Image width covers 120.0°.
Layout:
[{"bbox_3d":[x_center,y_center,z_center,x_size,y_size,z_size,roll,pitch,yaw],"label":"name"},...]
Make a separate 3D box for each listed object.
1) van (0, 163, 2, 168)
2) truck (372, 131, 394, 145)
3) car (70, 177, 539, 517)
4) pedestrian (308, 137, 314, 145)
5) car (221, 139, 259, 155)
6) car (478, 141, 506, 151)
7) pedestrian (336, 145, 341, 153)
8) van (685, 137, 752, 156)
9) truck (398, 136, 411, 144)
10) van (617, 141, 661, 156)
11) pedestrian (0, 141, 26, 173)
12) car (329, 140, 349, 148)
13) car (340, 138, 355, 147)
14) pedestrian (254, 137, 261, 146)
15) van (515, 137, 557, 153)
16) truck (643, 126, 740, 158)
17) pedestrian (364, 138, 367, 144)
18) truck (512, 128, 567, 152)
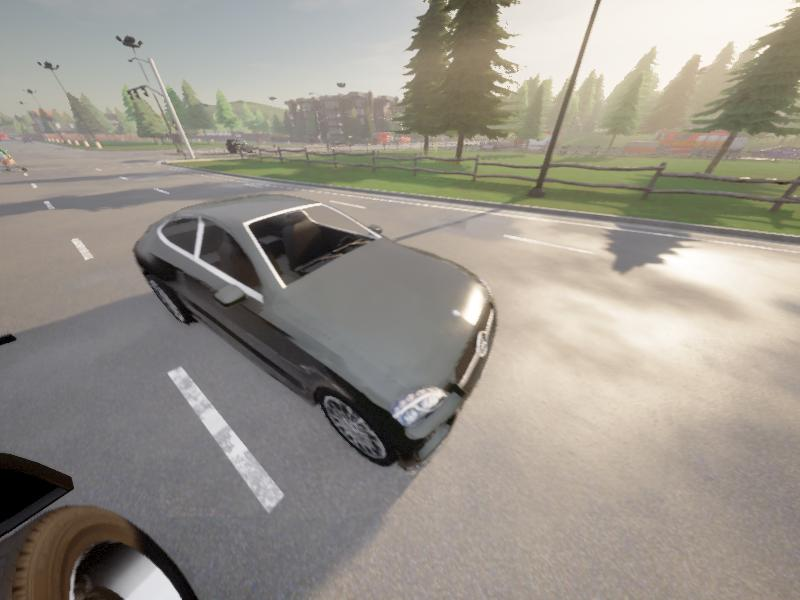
[{"bbox_3d":[-35.061,-12.021,18.887,4.442,1.987,1.775,22,41,28],"label":"van"},{"bbox_3d":[-5.832,-56.660,80.887,2.891,3.827,8.468,24,42,30],"label":"truck"},{"bbox_3d":[-1.359,-0.374,3.021,5.027,1.651,2.152,19,39,25],"label":"car"},{"bbox_3d":[-25.918,-46.242,67.317,0.751,1.860,0.751,23,41,29],"label":"pedestrian"},{"bbox_3d":[-23.986,-23.104,34.798,1.905,1.878,3.866,23,41,28],"label":"car"},{"bbox_3d":[19.479,-32.660,49.015,4.856,1.649,2.033,22,41,28],"label":"car"},{"bbox_3d":[-9.350,-22.994,35.169,0.500,1.100,0.500,25,42,31],"label":"pedestrian"},{"bbox_3d":[54.001,-26.242,39.424,5.915,2.561,1.988,22,41,28],"label":"van"},{"bbox_3d":[1.911,-62.491,90.413,2.627,2.467,5.204,22,41,28],"label":"truck"},{"bbox_3d":[38.904,-24.805,37.754,4.442,1.987,1.775,22,41,28],"label":"van"},{"bbox_3d":[-27.932,-10.101,16.303,0.751,1.860,0.751,19,39,24],"label":"pedestrian"},{"bbox_3d":[-15.806,-40.847,60.381,1.837,1.490,4.892,23,41,28],"label":"car"},{"bbox_3d":[-14.952,-45.138,66.158,1.905,1.878,3.866,23,41,28],"label":"car"},{"bbox_3d":[-35.708,-39.637,57.851,0.751,1.860,0.751,26,43,32],"label":"pedestrian"},{"bbox_3d":[26.258,-30.197,44.893,6.366,2.431,2.351,22,41,28],"label":"van"},{"bbox_3d":[45.664,-25.247,36.852,8.468,3.827,2.891,22,41,28],"label":"truck"},{"bbox_3d":[-12.453,-57.339,83.188,0.751,1.860,0.751,11,36,14],"label":"pedestrian"},{"bbox_3d":[28.057,-32.504,46.963,8.468,3.827,2.891,22,41,28],"label":"truck"}]
